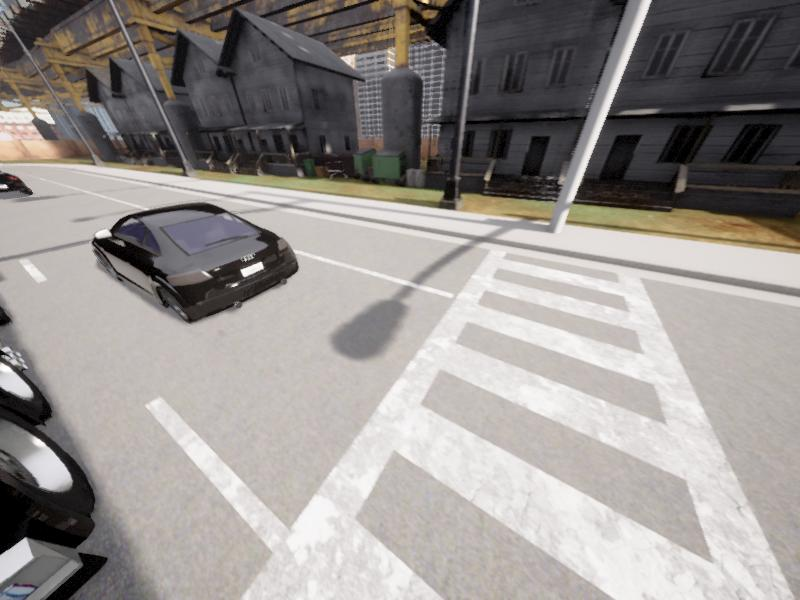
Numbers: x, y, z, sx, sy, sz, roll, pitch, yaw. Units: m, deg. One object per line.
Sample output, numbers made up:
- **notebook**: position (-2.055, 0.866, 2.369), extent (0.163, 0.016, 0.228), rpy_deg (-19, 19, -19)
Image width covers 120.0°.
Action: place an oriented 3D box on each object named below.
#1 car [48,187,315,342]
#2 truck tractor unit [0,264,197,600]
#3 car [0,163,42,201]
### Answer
- **car**: position (-4.026, -1.069, 4.403), extent (4.181, 1.385, 1.994), rpy_deg (18, 39, 24)
- **truck tractor unit**: position (-5.114, -0.294, 0.791), extent (6.516, 4.208, 3.053), rpy_deg (18, 39, 24)
- **car**: position (-21.112, -5.931, 11.519), extent (4.674, 1.442, 1.812), rpy_deg (11, 36, 16)
